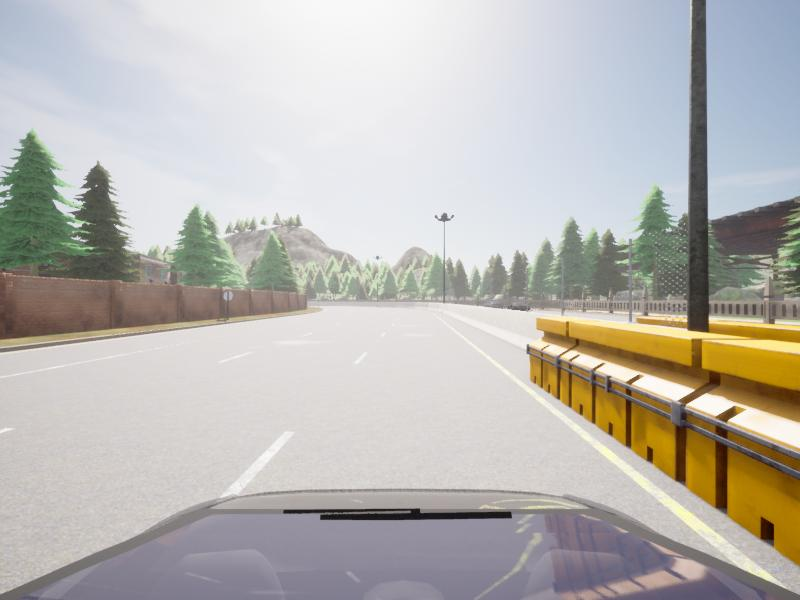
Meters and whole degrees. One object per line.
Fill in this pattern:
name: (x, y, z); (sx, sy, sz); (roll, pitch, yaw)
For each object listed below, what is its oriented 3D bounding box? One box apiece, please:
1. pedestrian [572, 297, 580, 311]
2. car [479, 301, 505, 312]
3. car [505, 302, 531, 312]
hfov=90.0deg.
pedestrian: (23.585, 0.485, 53.654); (0.751, 1.860, 0.751); (0, 0, -12)
car: (12.340, 0.837, 53.888); (2.128, 1.511, 4.902); (0, 0, -2)
car: (15.840, 0.944, 54.039); (1.895, 1.301, 4.718); (0, 0, -3)
